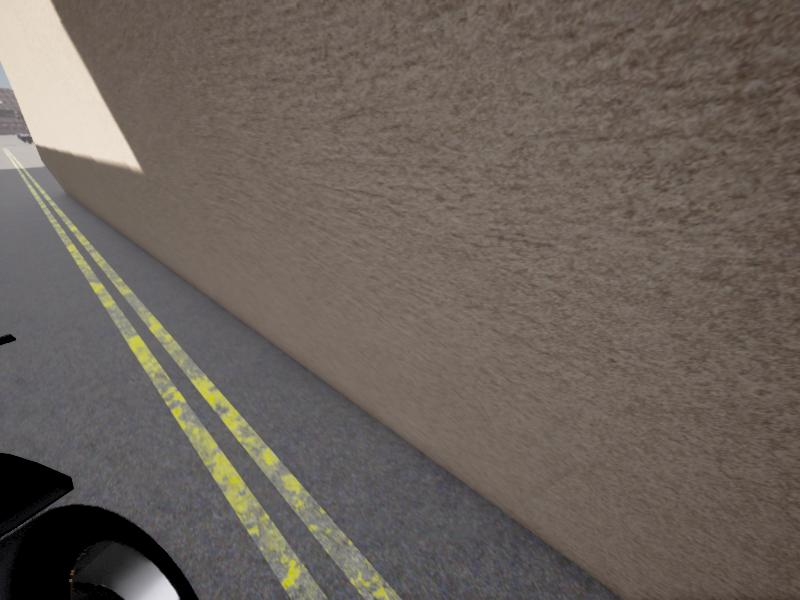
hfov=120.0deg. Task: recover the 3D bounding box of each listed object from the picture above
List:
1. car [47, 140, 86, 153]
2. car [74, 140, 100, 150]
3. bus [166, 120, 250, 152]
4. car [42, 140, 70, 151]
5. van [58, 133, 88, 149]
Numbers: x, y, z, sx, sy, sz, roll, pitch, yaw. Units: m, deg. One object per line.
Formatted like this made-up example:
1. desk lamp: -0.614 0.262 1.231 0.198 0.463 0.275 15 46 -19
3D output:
1. car: -51.072 -23.486 35.373 4.514 1.525 2.007 17 38 22
2. car: -56.692 -28.096 41.824 3.705 1.549 1.789 22 41 27
3. bus: -34.614 -30.064 42.492 3.944 4.253 10.273 22 40 27
4. car: -59.196 -26.603 39.734 4.892 1.490 1.837 22 40 28
5. van: -67.204 -32.753 47.471 5.915 2.561 1.988 22 41 28
